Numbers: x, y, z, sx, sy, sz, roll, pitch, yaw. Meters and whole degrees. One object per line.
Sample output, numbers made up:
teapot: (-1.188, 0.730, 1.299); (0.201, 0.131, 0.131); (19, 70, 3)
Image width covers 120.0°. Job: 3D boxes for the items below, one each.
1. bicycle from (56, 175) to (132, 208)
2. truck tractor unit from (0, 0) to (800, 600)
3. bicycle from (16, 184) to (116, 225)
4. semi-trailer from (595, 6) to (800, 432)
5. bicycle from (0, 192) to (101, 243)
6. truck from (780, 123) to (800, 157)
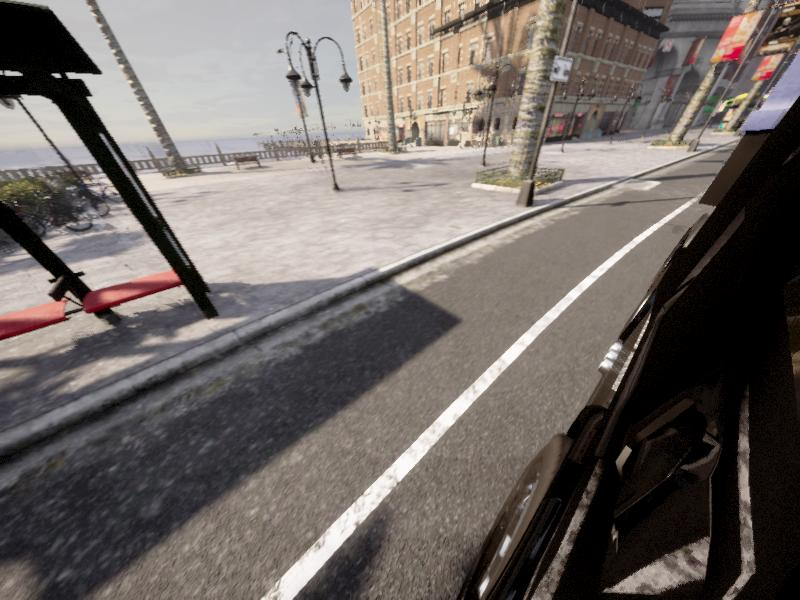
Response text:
bicycle: (-13.139, -4.705, 10.008); (1.643, 1.024, 0.373); (-25, 41, -27)
truck tractor unit: (2.645, -0.295, 0.351); (6.516, 4.208, 3.053); (-28, 44, -30)
bicycle: (-11.380, -3.320, 7.986); (1.643, 1.024, 0.373); (-25, 41, -27)
semi-trailer: (8.909, -3.437, 4.030); (14.254, 4.402, 2.717); (-25, 41, -27)
bicycle: (-10.207, -2.396, 6.637); (1.643, 1.024, 0.373); (-25, 41, -27)
truck: (25.961, -10.105, 13.885); (6.274, 2.098, 2.390); (-27, 42, -29)
